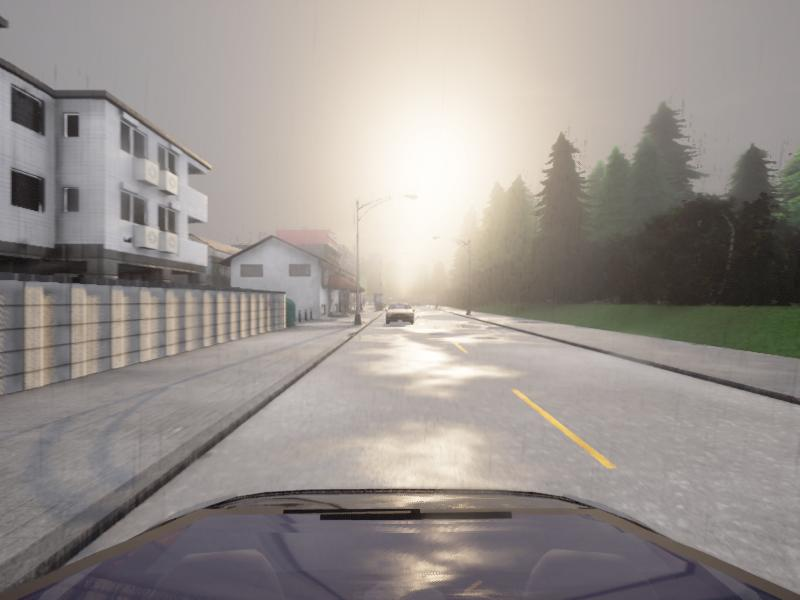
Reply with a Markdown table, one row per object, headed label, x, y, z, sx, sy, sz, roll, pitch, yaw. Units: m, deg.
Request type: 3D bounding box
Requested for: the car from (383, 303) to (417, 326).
| label | x | y | z | sx | sy | sz | roll | pitch | yaw |
| --- | --- | --- | --- | --- | --- | --- | --- | --- | --- |
| car | -0.007 | 0.896 | 27.090 | 2.033 | 1.411 | 5.357 | 0 | 0 | 0 |
